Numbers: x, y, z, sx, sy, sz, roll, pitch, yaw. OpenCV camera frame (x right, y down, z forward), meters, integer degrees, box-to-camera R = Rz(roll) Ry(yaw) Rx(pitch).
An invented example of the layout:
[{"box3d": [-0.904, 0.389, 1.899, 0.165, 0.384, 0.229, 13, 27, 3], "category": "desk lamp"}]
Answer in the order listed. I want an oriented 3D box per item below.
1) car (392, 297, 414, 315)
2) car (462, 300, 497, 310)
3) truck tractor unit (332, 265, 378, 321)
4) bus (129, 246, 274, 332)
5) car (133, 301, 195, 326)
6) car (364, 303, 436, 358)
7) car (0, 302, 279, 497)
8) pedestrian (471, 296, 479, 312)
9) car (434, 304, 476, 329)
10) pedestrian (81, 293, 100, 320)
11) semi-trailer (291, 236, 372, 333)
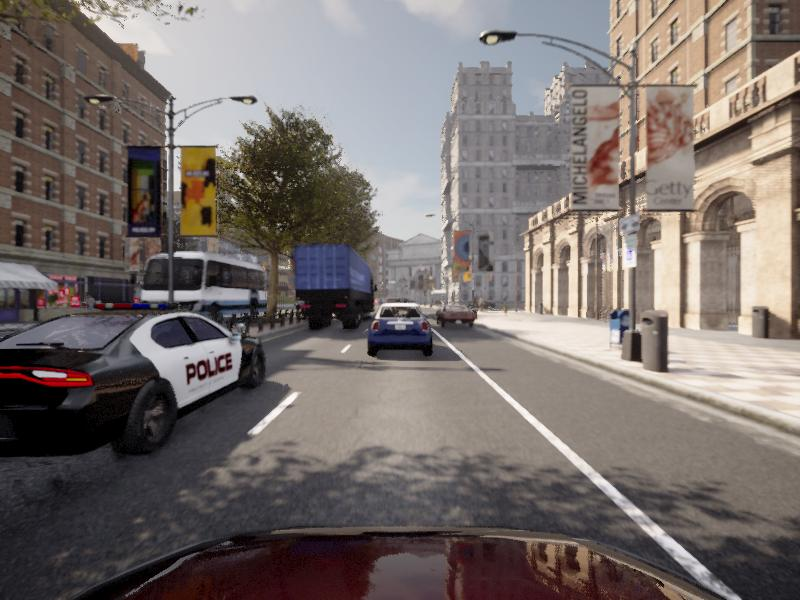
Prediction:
[{"box3d": [0.427, 0.624, 44.219, 1.932, 1.855, 4.605, 0, 0, 7], "category": "car"}, {"box3d": [12.039, 0.805, 61.013, 4.892, 1.490, 1.837, 0, 0, -5], "category": "car"}, {"box3d": [-3.608, -0.541, 33.452, 3.053, 4.208, 6.516, 0, 0, 0], "category": "truck tractor unit"}, {"box3d": [-11.379, -0.550, 24.826, 3.944, 4.253, 10.273, 0, 0, 0], "category": "bus"}, {"box3d": [-15.000, 0.810, 25.704, 1.845, 1.501, 3.633, 0, 0, 0], "category": "car"}, {"box3d": [0.003, 0.845, 12.824, 1.970, 1.475, 3.806, 0, 0, 0], "category": "car"}, {"box3d": [-3.500, 0.823, 5.733, 2.038, 1.542, 4.974, 0, 0, 0], "category": "car"}, {"box3d": [9.059, 0.453, 48.181, 0.751, 1.860, 0.751, 0, 0, -15], "category": "pedestrian"}, {"box3d": [3.250, 0.922, 24.353, 1.895, 1.301, 4.718, 0, 0, 0], "category": "car"}, {"box3d": [-21.723, 0.466, 28.109, 0.751, 1.860, 0.751, 0, 0, 10], "category": "pedestrian"}, {"box3d": [-3.626, -0.662, 25.545, 2.717, 4.402, 14.254, -1, 0, 0], "category": "semi-trailer"}]
